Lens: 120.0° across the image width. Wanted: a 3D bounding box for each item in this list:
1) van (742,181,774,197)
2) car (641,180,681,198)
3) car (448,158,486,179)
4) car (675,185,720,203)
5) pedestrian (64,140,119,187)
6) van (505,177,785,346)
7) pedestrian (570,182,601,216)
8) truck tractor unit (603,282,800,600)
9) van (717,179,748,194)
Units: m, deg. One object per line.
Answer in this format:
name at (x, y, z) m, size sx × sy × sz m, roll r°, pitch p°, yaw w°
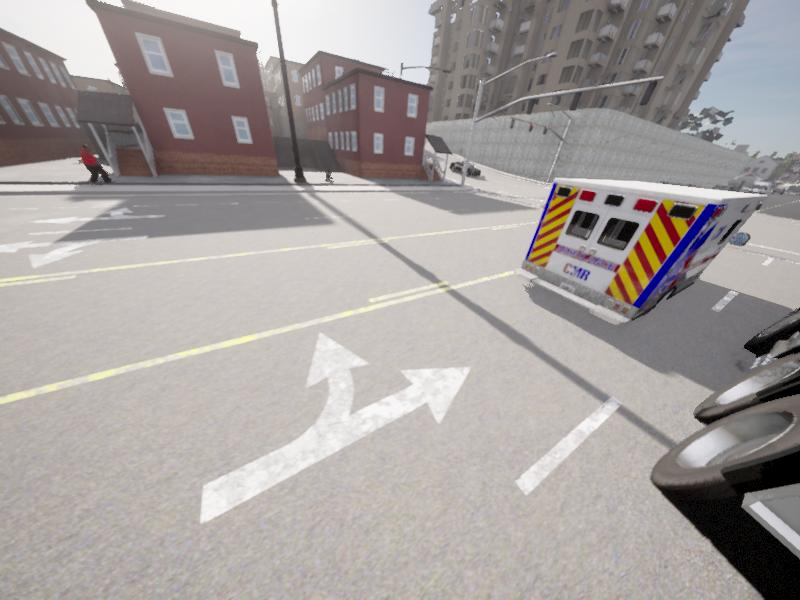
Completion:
van at (72.395, -22.366, 46.666) m, size 5.915 × 2.561 × 1.988 m, roll -14°, pitch 37°, yaw -27°
car at (35.056, -14.973, 31.006) m, size 4.605 × 1.855 × 1.932 m, roll -14°, pitch 37°, yaw -27°
car at (9.310, -18.699, 32.708) m, size 1.930 × 1.638 × 5.238 m, roll -14°, pitch 43°, yaw -27°
car at (36.933, -13.160, 28.663) m, size 4.856 × 1.649 × 2.033 m, roll -14°, pitch 37°, yaw -27°
pedestrian at (-14.791, -6.544, 11.159) m, size 0.751 × 1.860 × 0.751 m, roll -15°, pitch 38°, yaw -28°
van at (6.067, -1.468, 5.757) m, size 6.366 × 2.431 × 2.351 m, roll -14°, pitch 37°, yaw -27°
pedestrian at (11.850, -6.487, 14.788) m, size 0.751 × 1.860 × 0.751 m, roll -22°, pitch 41°, yaw -35°
truck tractor unit at (5.378, 0.127, 0.927) m, size 6.516 × 4.208 × 3.053 m, roll -6°, pitch 44°, yaw -30°
van at (71.243, -24.255, 49.455) m, size 5.915 × 2.561 × 1.988 m, roll -14°, pitch 37°, yaw -27°
